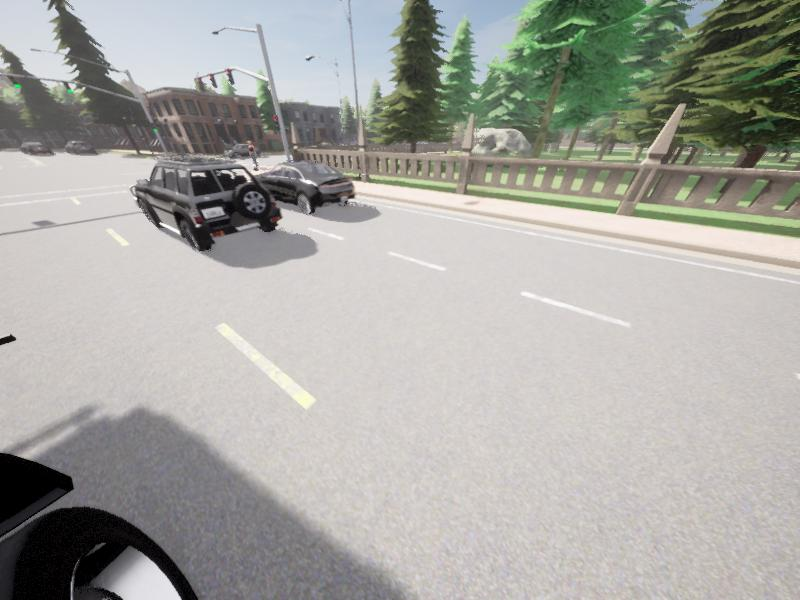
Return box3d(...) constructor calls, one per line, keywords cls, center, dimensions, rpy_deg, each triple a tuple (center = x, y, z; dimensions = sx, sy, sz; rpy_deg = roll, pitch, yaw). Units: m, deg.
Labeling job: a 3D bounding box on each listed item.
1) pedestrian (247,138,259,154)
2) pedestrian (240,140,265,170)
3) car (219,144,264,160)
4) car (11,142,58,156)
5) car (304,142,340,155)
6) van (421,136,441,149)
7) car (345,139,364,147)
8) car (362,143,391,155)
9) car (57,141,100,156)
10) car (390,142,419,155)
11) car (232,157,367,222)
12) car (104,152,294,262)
box3d(cls="pedestrian", center=(-21.815, -22.857, 34.262), dimensions=(0.751, 1.860, 0.751), rpy_deg=(19, 39, 25))
box3d(cls="pedestrian", center=(-10.920, -10.761, 17.179), dimensions=(0.751, 1.860, 0.751), rpy_deg=(8, 36, 11))
box3d(cls="car", center=(-19.482, -18.359, 28.535), dimensions=(1.970, 1.475, 3.806), rpy_deg=(22, 41, 28))
box3d(cls="car", center=(-50.906, -21.103, 32.178), dimensions=(4.792, 1.488, 2.163), rpy_deg=(16, 38, 21))
box3d(cls="car", center=(-12.279, -24.238, 36.849), dimensions=(1.801, 1.575, 5.366), rpy_deg=(22, 41, 28))
box3d(cls="van", center=(7.382, -37.100, 54.395), dimensions=(1.988, 2.561, 5.915), rpy_deg=(22, 41, 28))
box3d(cls="car", center=(-12.678, -43.700, 64.349), dimensions=(4.856, 1.649, 2.033), rpy_deg=(24, 42, 30))
box3d(cls="car", center=(-3.618, -24.243, 37.001), dimensions=(1.837, 1.490, 4.892), rpy_deg=(22, 41, 28))
box3d(cls="car", center=(-46.531, -22.046, 33.468), dimensions=(4.611, 1.667, 2.242), rpy_deg=(18, 39, 23))
box3d(cls="car", center=(0.759, -24.360, 37.073), dimensions=(1.930, 1.638, 5.238), rpy_deg=(22, 41, 28))
box3d(cls="car", center=(-3.880, -4.486, 8.938), dimensions=(4.902, 1.511, 2.128), rpy_deg=(22, 41, 28))
box3d(cls="car", center=(-5.329, -2.782, 6.185), dimensions=(4.605, 1.855, 1.932), rpy_deg=(21, 40, 28))
